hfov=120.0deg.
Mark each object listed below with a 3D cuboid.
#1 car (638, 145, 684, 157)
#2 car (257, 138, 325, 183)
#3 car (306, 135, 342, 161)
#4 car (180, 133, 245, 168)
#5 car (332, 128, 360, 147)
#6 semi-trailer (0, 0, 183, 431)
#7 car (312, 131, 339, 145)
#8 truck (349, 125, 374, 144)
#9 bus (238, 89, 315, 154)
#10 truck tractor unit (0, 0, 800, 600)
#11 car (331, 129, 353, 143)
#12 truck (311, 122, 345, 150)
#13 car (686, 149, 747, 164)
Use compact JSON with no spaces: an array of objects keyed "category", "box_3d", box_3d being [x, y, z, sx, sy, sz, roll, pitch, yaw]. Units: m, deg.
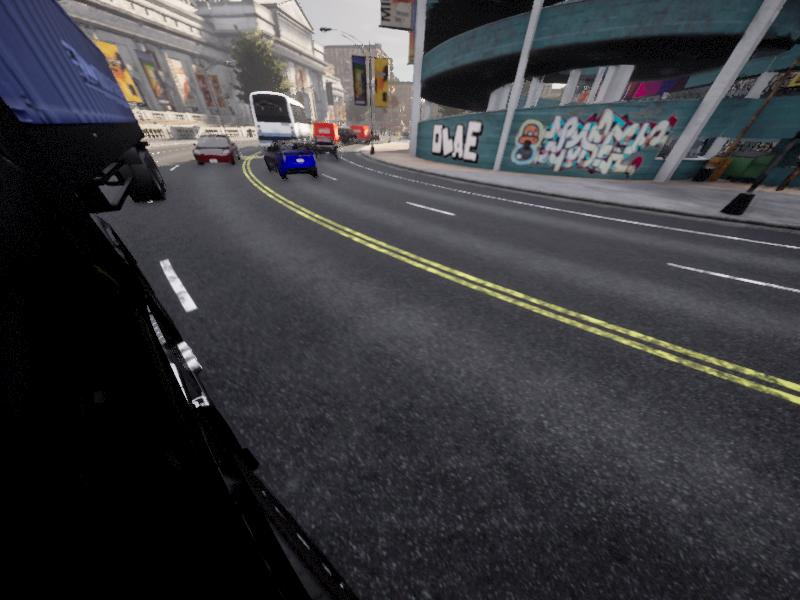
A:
[{"category":"car","box_3d":[45.668,-26.201,40.544,4.786,1.482,2.161,9,37,8]},{"category":"car","box_3d":[-5.832,-7.496,12.190,2.007,1.525,4.514,-20,42,-28]},{"category":"car","box_3d":[-6.464,-12.834,19.393,2.128,1.511,4.902,-12,39,-19]},{"category":"car","box_3d":[-11.663,-9.654,14.794,2.163,1.488,4.792,-13,39,-20]},{"category":"car","box_3d":[-7.831,-24.096,34.110,2.150,2.045,5.566,7,37,6]},{"category":"semi-trailer","box_3d":[-7.887,-4.032,4.920,2.717,4.402,14.254,-25,44,-31]},{"category":"car","box_3d":[-11.168,-24.546,34.954,2.007,1.525,4.514,7,37,5]},{"category":"truck","box_3d":[-6.454,-28.449,39.732,2.627,2.467,5.204,9,37,8]},{"category":"bus","box_3d":[-11.805,-18.095,23.882,3.944,4.253,10.273,-4,37,-9]},{"category":"truck tractor unit","box_3d":[-2.645,-0.295,0.351,6.516,4.208,3.053,28,44,30]},{"category":"car","box_3d":[-9.965,-28.539,40.138,1.932,1.855,4.605,9,37,8]},{"category":"truck","box_3d":[-8.451,-19.624,27.642,2.627,2.467,5.204,0,36,-4]},{"category":"car","box_3d":[42.874,-19.550,31.450,4.718,1.301,1.895,9,37,8]}]
